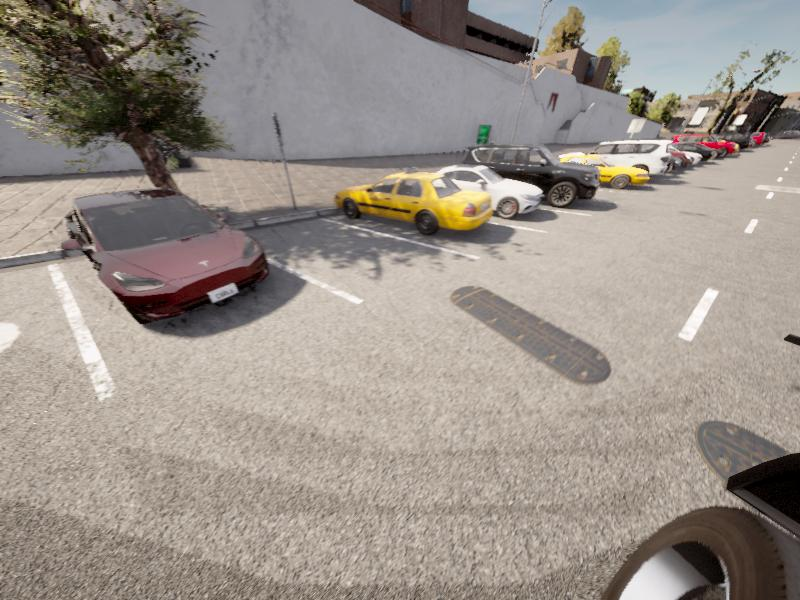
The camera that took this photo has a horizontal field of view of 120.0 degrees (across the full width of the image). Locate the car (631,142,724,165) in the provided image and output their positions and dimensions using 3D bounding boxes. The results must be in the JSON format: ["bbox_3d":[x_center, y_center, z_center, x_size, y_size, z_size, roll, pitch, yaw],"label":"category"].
[{"bbox_3d":[24.874,-13.389,21.096,5.008,1.535,2.097,21,41,29],"label":"car"}]

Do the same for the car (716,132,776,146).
[{"bbox_3d":[64.212,-29.953,43.085,5.566,2.045,2.435,21,41,29],"label":"car"}]

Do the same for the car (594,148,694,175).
[{"bbox_3d":[17.494,-10.273,16.994,4.674,1.452,2.002,21,40,29],"label":"car"}]

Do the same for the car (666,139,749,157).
[{"bbox_3d":[34.862,-17.467,26.515,5.366,1.575,1.946,21,41,29],"label":"car"}]

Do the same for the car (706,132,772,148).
[{"bbox_3d":[56.812,-26.919,38.928,5.566,2.045,2.435,21,41,29],"label":"car"}]

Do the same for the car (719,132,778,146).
[{"bbox_3d":[66.740,-30.946,44.443,5.566,2.045,2.435,21,40,29],"label":"car"}]

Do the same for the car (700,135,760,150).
[{"bbox_3d":[49.435,-23.775,34.843,4.553,1.767,2.185,21,40,29],"label":"car"}]

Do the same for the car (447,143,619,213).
[{"bbox_3d":[5.208,-5.429,9.863,5.566,2.045,2.435,21,40,29],"label":"car"}]

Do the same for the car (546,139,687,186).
[{"bbox_3d":[12.539,-8.477,14.062,5.566,2.045,2.435,21,41,29],"label":"car"}]

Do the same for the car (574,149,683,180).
[{"bbox_3d":[15.001,-9.265,15.607,4.792,1.488,2.163,21,41,29],"label":"car"}]

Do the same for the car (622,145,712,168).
[{"bbox_3d":[22.410,-12.329,19.749,4.674,1.452,2.002,21,40,29],"label":"car"}]

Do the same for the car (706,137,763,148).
[{"bbox_3d":[54.354,-25.675,37.699,4.792,1.488,2.163,21,41,29],"label":"car"}]

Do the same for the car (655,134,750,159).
[{"bbox_3d":[32.270,-16.690,25.075,5.566,2.045,2.435,21,41,29],"label":"car"}]

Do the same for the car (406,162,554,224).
[{"bbox_3d":[2.719,-4.198,8.642,4.674,1.452,2.002,21,40,29],"label":"car"}]

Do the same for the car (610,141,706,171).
[{"bbox_3d":[19.924,-11.446,18.290,4.553,1.767,2.185,21,41,29],"label":"car"}]

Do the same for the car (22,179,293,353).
[{"bbox_3d":[-4.637,-1.205,4.415,4.792,1.488,2.163,21,40,29],"label":"car"}]

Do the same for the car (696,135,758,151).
[{"bbox_3d":[47.024,-22.734,33.422,4.553,1.767,2.185,21,41,29],"label":"car"}]

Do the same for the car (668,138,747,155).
[{"bbox_3d":[37.012,-18.607,28.068,5.366,1.575,1.946,21,41,29],"label":"car"}]

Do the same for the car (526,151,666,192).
[{"bbox_3d":[10.257,-7.193,12.714,5.366,1.575,1.946,21,40,29],"label":"car"}]

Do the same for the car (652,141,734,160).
[{"bbox_3d":[29.816,-15.427,23.857,4.792,1.488,2.163,21,41,29],"label":"car"}]

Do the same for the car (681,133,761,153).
[{"bbox_3d":[42.051,-20.811,30.608,5.566,2.045,2.435,21,41,29],"label":"car"}]

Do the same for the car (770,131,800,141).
[{"bbox_3d":[89.494,-37.447,52.804,1.932,1.855,4.605,-15,38,-22],"label":"car"}]

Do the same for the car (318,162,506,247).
[{"bbox_3d":[0.105,-3.287,7.298,5.366,1.575,1.946,21,40,29],"label":"car"}]

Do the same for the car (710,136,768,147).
[{"bbox_3d":[59.150,-27.779,40.534,5.366,1.575,1.946,21,41,29],"label":"car"}]
